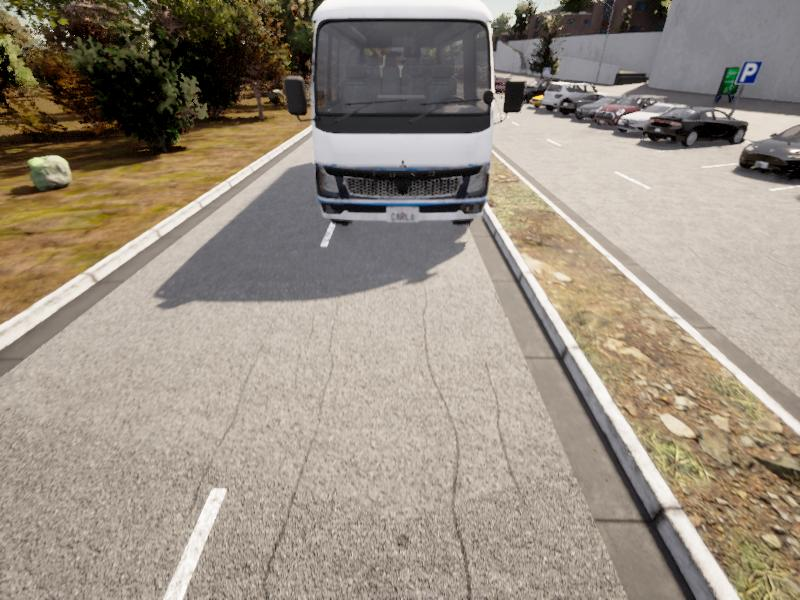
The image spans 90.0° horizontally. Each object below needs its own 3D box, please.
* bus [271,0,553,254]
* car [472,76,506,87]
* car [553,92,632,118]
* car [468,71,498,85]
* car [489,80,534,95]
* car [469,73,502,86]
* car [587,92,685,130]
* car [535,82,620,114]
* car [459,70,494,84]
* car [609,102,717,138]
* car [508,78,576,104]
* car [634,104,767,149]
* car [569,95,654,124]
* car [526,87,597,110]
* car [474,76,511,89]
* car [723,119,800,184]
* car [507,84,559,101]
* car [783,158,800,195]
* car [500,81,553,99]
[{"bbox_3d":[0.147,-5.285,10.902,3.944,4.253,10.273,0,30,0],"label":"bus"},{"bbox_3d":[13.856,-34.081,62.431,4.674,1.452,2.002,-10,32,-17],"label":"car"},{"bbox_3d":[13.859,-14.112,28.906,4.792,1.488,2.163,-10,32,-18],"label":"car"},{"bbox_3d":[13.977,-37.397,67.447,4.442,1.987,1.878,-10,32,-17],"label":"car"},{"bbox_3d":[13.825,-26.363,49.541,4.792,1.488,2.163,-10,33,-17],"label":"car"},{"bbox_3d":[13.835,-35.752,64.895,4.553,1.767,2.185,-10,32,-17],"label":"car"},{"bbox_3d":[13.861,-11.216,23.633,4.553,1.767,2.185,-10,32,-18],"label":"car"},{"bbox_3d":[13.864,-15.871,31.351,5.566,2.045,2.435,-10,32,-18],"label":"car"},{"bbox_3d":[13.848,-40.459,72.500,5.566,2.045,2.435,-10,33,-17],"label":"car"},{"bbox_3d":[13.830,-9.561,21.113,4.674,1.452,2.002,-10,32,-18],"label":"car"},{"bbox_3d":[13.820,-20.438,39.084,5.566,2.045,2.435,-10,33,-17],"label":"car"},{"bbox_3d":[13.818,-8.092,18.496,5.008,1.535,2.097,-10,31,-18],"label":"car"},{"bbox_3d":[13.834,-12.574,26.301,4.674,1.452,2.002,-10,32,-18],"label":"car"},{"bbox_3d":[13.666,-17.144,33.999,5.366,1.575,1.946,-10,33,-18],"label":"car"},{"bbox_3d":[13.833,-32.538,59.837,4.792,1.488,2.163,-10,33,-17],"label":"car"},{"bbox_3d":[13.794,-5.056,13.302,4.792,1.488,2.163,-10,32,-18],"label":"car"},{"bbox_3d":[13.849,-21.735,41.826,4.674,1.452,2.002,-10,33,-17],"label":"car"},{"bbox_3d":[13.798,-3.793,10.562,5.566,2.045,2.435,-10,32,-18],"label":"car"},{"bbox_3d":[14.018,-23.345,44.443,5.366,1.575,1.946,-10,32,-17],"label":"car"}]
